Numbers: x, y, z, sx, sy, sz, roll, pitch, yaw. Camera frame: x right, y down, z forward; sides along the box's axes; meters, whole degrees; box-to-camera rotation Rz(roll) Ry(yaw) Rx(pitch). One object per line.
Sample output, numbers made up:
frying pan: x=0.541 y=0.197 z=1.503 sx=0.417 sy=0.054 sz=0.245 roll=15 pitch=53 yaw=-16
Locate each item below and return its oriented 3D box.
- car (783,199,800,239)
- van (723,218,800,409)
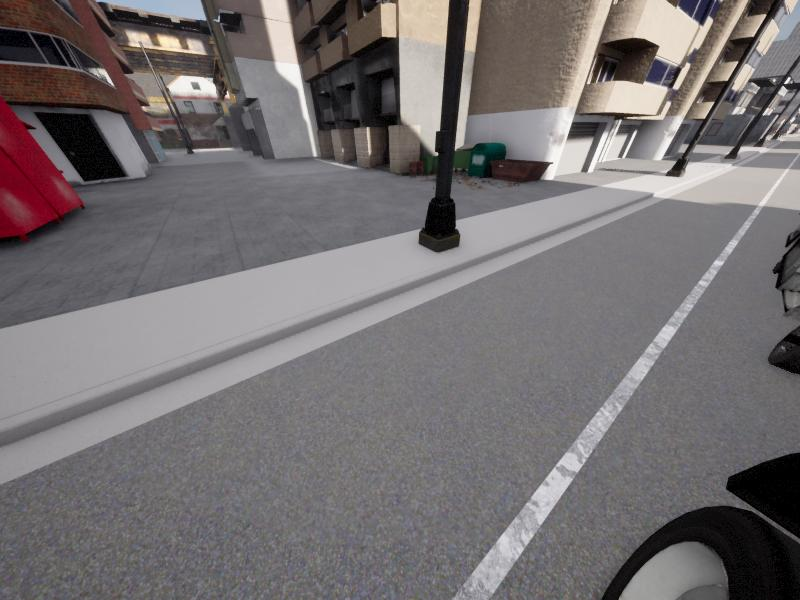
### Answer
car: x=13.142 y=-2.685 z=6.325 sx=4.902 sy=1.511 sz=2.128 roll=-22 pitch=40 yaw=-27
van: x=7.035 y=-0.625 z=2.654 sx=6.366 sy=2.431 sz=2.351 roll=-22 pitch=40 yaw=-27
